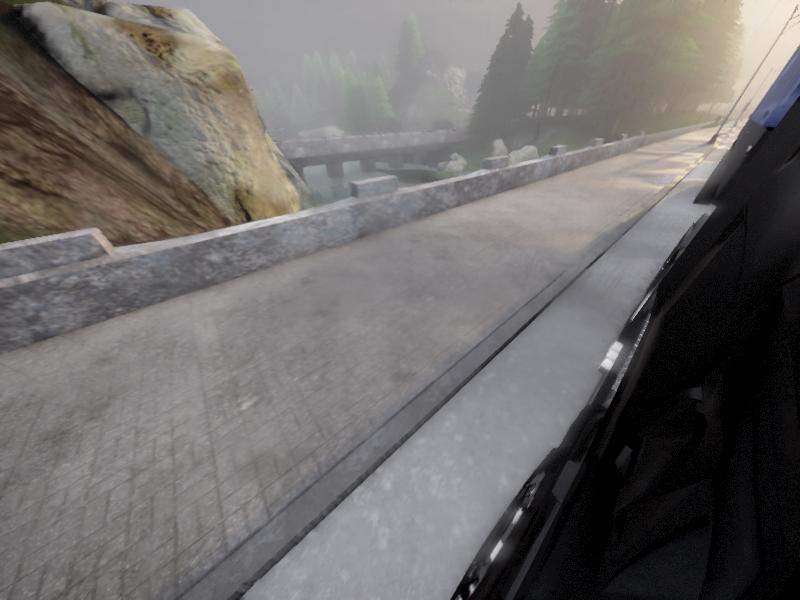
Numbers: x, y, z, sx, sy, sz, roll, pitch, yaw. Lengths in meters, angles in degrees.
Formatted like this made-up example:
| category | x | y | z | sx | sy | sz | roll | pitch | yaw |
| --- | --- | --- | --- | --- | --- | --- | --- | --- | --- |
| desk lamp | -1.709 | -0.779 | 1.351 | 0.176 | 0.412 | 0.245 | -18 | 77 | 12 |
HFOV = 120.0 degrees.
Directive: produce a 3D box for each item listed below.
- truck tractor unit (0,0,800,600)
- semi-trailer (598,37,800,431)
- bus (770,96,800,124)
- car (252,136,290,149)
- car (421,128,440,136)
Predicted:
| category | x | y | z | sx | sy | sz | roll | pitch | yaw |
| --- | --- | --- | --- | --- | --- | --- | --- | --- | --- |
| truck tractor unit | 2.645 | -0.295 | 0.351 | 6.516 | 4.208 | 3.053 | -28 | 44 | -30 |
| semi-trailer | 8.666 | -3.617 | 4.273 | 14.254 | 4.402 | 2.717 | -28 | 44 | -30 |
| bus | 80.713 | -38.742 | 47.044 | 10.273 | 4.253 | 3.944 | -28 | 44 | -30 |
| car | -22.554 | -27.717 | 40.579 | 5.238 | 1.638 | 1.930 | -28 | 44 | -30 |
| car | 8.021 | -43.944 | 60.522 | 5.008 | 1.535 | 1.882 | -28 | 44 | -30 |
